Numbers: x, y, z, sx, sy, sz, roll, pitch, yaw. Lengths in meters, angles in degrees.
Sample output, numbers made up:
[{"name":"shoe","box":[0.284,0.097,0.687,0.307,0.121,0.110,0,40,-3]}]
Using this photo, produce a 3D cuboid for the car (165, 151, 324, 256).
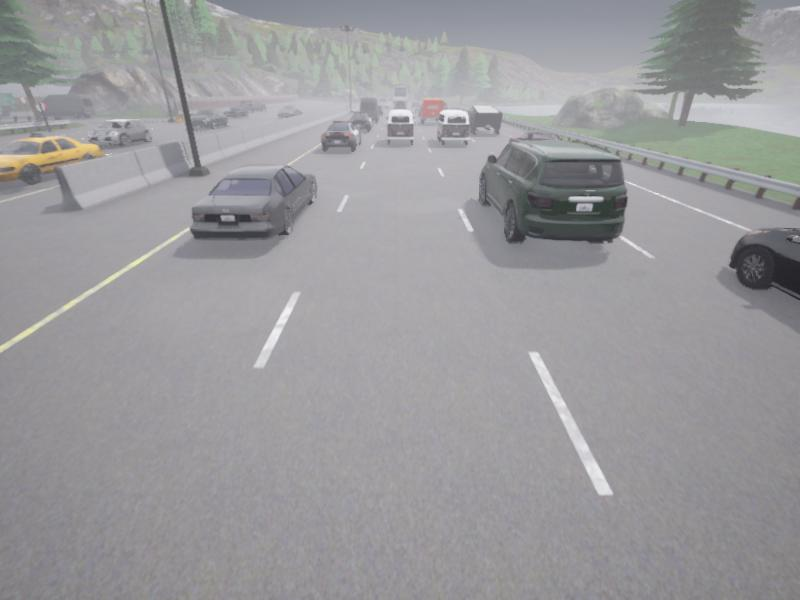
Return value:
[{"name":"car","box":[-3.493,-2.767,10.370,2.033,1.411,5.357,0,27,0]}]

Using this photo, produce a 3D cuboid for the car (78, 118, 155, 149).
[{"name":"car","box":[-17.485,-10.432,24.958,1.970,1.475,3.806,0,27,0]}]

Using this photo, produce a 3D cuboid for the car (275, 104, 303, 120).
[{"name":"car","box":[-13.968,-23.835,50.725,2.152,1.651,5.027,0,27,0]}]

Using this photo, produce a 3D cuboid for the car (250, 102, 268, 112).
[{"name":"car","box":[-24.462,-33.545,69.443,1.789,1.549,3.705,0,27,0]}]

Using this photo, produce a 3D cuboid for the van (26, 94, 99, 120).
[{"name":"van","box":[-38.296,-22.017,45.563,5.915,2.561,1.988,0,27,0]}]

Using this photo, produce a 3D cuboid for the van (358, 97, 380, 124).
[{"name":"van","box":[-3.454,-21.783,45.862,1.988,2.561,5.915,0,27,0]}]

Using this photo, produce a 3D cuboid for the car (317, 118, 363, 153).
[{"name":"car","box":[-3.487,-10.063,24.315,2.038,1.542,4.974,0,27,0]}]

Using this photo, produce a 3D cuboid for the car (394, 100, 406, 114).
[{"name":"car","box":[0.039,-32.426,67.183,1.905,1.878,3.866,0,27,0]}]

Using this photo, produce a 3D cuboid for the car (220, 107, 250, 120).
[{"name":"car","box":[-20.973,-23.852,51.048,1.895,1.301,4.718,0,27,0]}]

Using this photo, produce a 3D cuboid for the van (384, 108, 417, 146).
[{"name":"van","box":[0.022,-11.727,27.011,2.069,2.038,4.480,0,27,0]}]

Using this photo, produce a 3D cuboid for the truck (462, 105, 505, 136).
[{"name":"truck","box":[7.022,-15.568,34.432,2.390,2.098,6.274,0,27,0]}]

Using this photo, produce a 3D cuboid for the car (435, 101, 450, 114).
[{"name":"car","box":[7.038,-32.373,67.141,1.932,1.855,4.605,0,27,0]}]

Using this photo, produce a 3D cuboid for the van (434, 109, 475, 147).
[{"name":"van","box":[3.516,-11.602,26.800,2.069,2.038,4.480,0,27,0]}]

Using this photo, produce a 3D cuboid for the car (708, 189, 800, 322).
[{"name":"car","box":[7.002,-0.240,5.444,2.007,1.525,4.514,0,27,0]}]

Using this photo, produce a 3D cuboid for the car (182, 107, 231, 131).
[{"name":"car","box":[-17.479,-16.568,36.467,2.097,1.767,4.553,0,27,0]}]

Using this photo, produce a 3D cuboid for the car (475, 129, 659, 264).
[{"name":"car","box":[3.508,-2.919,10.025,2.150,2.045,5.566,0,28,0]}]

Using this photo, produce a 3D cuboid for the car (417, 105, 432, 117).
[{"name":"car","box":[3.529,-27.439,58.011,1.816,1.474,4.193,0,27,0]}]

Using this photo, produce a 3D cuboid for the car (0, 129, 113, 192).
[{"name":"car","box":[-13.992,-5.572,15.490,1.801,1.575,5.366,0,27,0]}]

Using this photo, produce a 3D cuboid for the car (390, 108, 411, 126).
[{"name":"car","box":[0.023,-19.476,42.553,2.128,1.511,4.902,0,27,0]}]

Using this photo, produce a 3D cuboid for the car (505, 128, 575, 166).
[{"name":"car","box":[7.011,-7.953,20.594,1.895,1.301,4.718,0,27,0]}]

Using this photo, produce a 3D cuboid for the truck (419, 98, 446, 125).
[{"name":"truck","box":[3.528,-21.150,44.793,2.627,2.467,5.204,0,28,0]}]

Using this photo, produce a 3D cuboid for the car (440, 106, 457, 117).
[{"name":"car","box":[7.032,-27.662,58.670,1.895,1.301,4.718,0,27,0]}]

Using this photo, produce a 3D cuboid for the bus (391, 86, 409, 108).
[{"name":"bus","box":[-0.064,-46.547,91.863,3.944,4.253,10.273,0,27,0]}]

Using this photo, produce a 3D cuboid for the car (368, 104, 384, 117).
[{"name":"car","box":[-3.468,-27.980,58.936,2.007,1.525,4.514,0,27,0]}]

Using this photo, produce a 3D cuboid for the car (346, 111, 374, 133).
[{"name":"car","box":[-3.480,-15.961,35.707,2.038,1.542,4.974,0,27,0]}]

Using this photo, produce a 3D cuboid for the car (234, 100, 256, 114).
[{"name":"car","box":[-24.465,-30.491,63.215,1.905,1.878,3.866,0,27,0]}]
